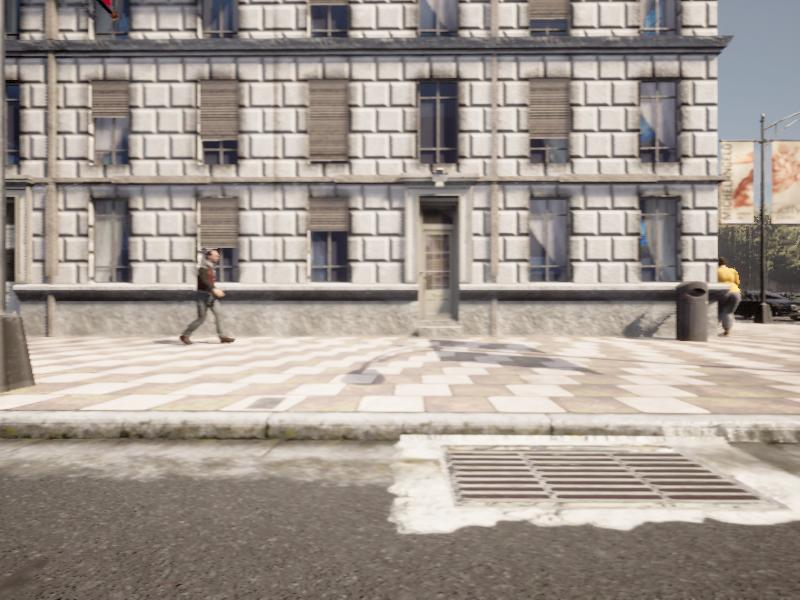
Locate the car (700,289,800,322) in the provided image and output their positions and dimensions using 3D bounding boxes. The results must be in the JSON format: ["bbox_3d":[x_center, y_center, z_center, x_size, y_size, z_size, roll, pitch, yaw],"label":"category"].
[{"bbox_3d":[18.136,0.243,20.531,1.837,1.490,4.892,0,0,1],"label":"car"}]

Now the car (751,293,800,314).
[{"bbox_3d":[29.747,0.226,30.519,2.007,1.525,4.514,0,0,1],"label":"car"}]

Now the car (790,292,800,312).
[{"bbox_3d":[33.265,0.185,31.144,1.851,1.617,3.988,0,0,1],"label":"car"}]

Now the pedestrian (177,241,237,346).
[{"bbox_3d":[-3.552,-0.112,7.436,0.751,1.860,0.751,0,0,0],"label":"pedestrian"}]

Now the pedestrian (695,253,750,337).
[{"bbox_3d":[7.503,-0.115,9.351,0.751,1.860,0.751,0,0,14],"label":"pedestrian"}]
